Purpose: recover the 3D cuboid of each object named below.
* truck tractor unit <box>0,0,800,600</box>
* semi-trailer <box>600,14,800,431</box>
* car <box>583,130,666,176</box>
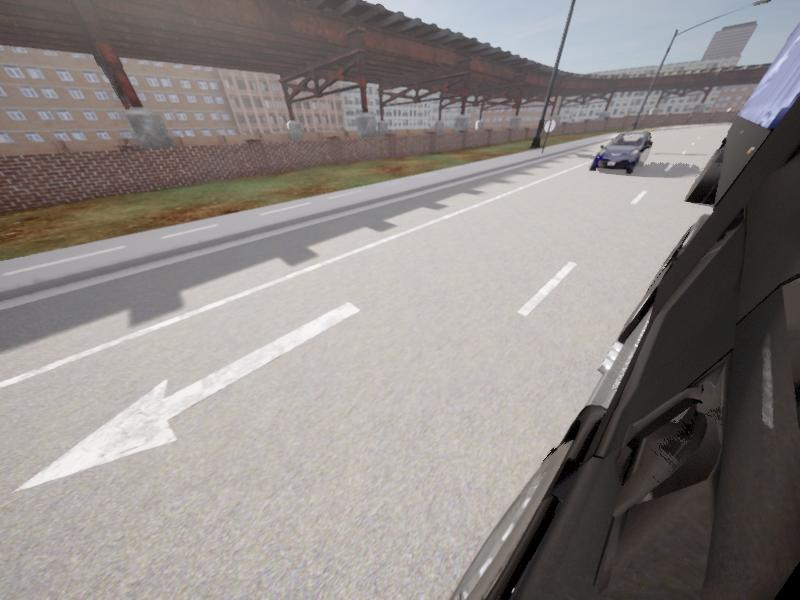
[{"bbox_3d":[2.645,-0.295,0.352,6.516,4.208,3.053,-28,44,-30],"label":"truck tractor unit"},{"bbox_3d":[8.558,-3.713,4.339,14.254,4.402,2.717,-30,45,-31],"label":"semi-trailer"},{"bbox_3d":[10.866,-7.194,11.185,3.633,1.501,1.845,-30,45,-31],"label":"car"}]
